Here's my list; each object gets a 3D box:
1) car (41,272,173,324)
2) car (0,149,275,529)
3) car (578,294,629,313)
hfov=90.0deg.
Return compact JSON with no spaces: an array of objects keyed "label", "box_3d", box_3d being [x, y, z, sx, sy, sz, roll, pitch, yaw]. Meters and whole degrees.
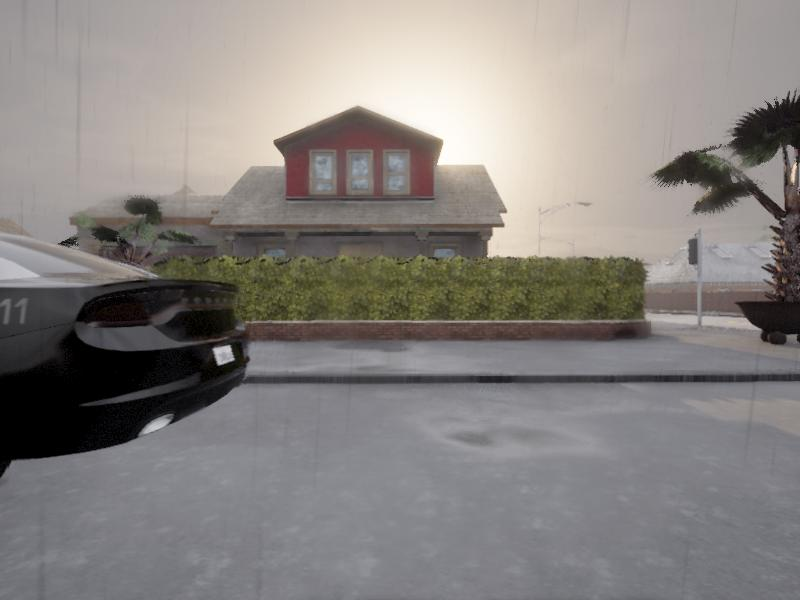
[{"label":"car","box_3d":[-9.412,-0.056,13.265,1.845,1.501,3.633,0,0,-3]},{"label":"car","box_3d":[-3.770,0.192,2.700,5.238,1.638,1.930,-1,0,0]},{"label":"car","box_3d":[16.441,0.266,32.592,1.994,1.385,4.181,0,0,0]}]
